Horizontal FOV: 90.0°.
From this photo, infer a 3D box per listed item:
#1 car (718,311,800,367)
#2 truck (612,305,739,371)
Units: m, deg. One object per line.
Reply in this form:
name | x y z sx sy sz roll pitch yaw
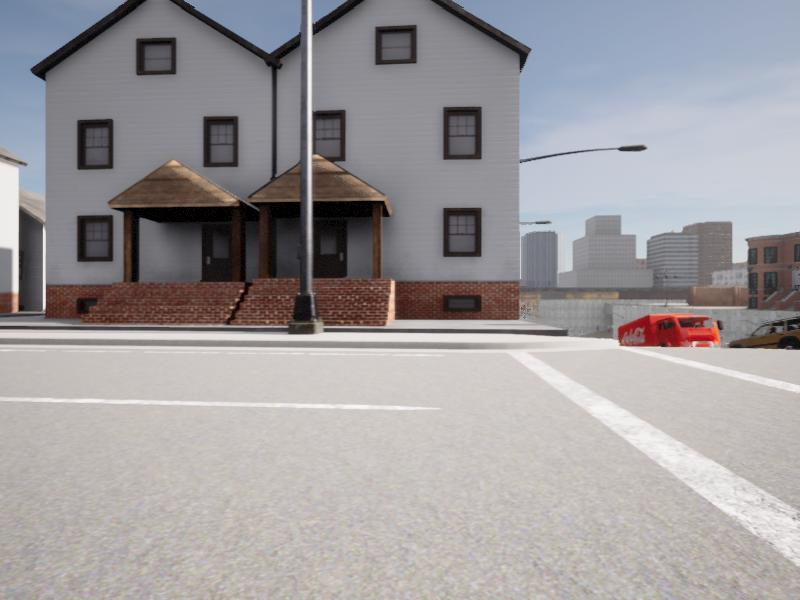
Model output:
car | 16.343 1.771 17.059 1.932 1.855 4.605 -1 -13 4
truck | 12.986 2.034 19.529 2.627 2.467 5.204 -1 -14 4
